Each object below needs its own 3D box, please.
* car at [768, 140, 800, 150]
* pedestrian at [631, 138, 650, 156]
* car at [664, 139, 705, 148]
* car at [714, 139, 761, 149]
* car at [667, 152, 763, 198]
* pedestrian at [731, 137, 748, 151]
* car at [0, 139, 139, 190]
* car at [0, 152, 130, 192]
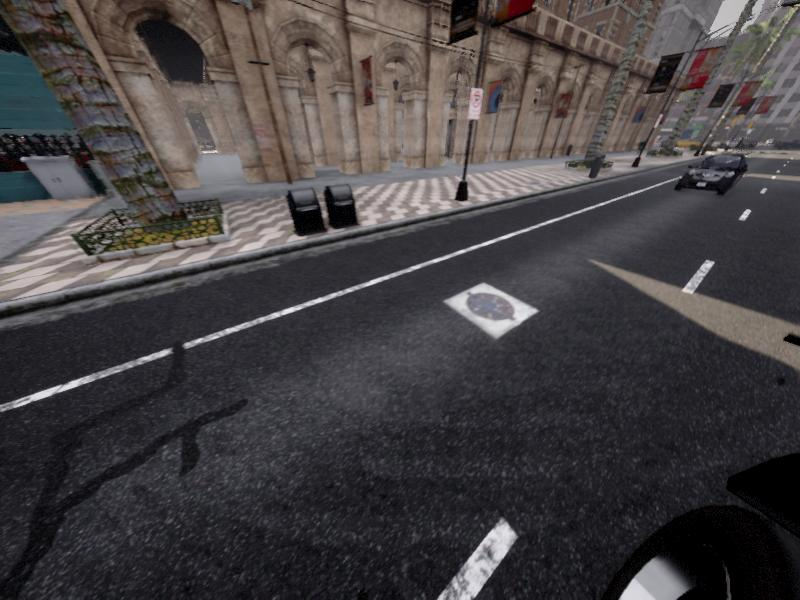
[{"bbox_3d":[73.578,-28.770,42.831,5.357,1.411,2.033,11,37,16],"label":"car"},{"bbox_3d":[29.280,-18.604,28.095,0.751,1.860,0.751,-22,41,-28],"label":"pedestrian"},{"bbox_3d":[62.103,-34.246,50.527,1.801,1.575,5.366,-22,41,-28],"label":"car"},{"bbox_3d":[66.637,-30.856,45.729,2.038,1.542,4.974,-26,43,-31],"label":"car"},{"bbox_3d":[15.054,-6.073,11.054,3.633,1.501,1.845,-22,41,-28],"label":"car"},{"bbox_3d":[55.292,-25.489,37.640,0.751,1.860,0.751,28,44,34],"label":"pedestrian"},{"bbox_3d":[-18.976,-7.584,12.698,5.566,2.045,2.435,-22,41,-28],"label":"car"},{"bbox_3d":[-18.926,-7.284,12.951,4.514,1.523,2.007,-22,41,-28],"label":"car"}]
